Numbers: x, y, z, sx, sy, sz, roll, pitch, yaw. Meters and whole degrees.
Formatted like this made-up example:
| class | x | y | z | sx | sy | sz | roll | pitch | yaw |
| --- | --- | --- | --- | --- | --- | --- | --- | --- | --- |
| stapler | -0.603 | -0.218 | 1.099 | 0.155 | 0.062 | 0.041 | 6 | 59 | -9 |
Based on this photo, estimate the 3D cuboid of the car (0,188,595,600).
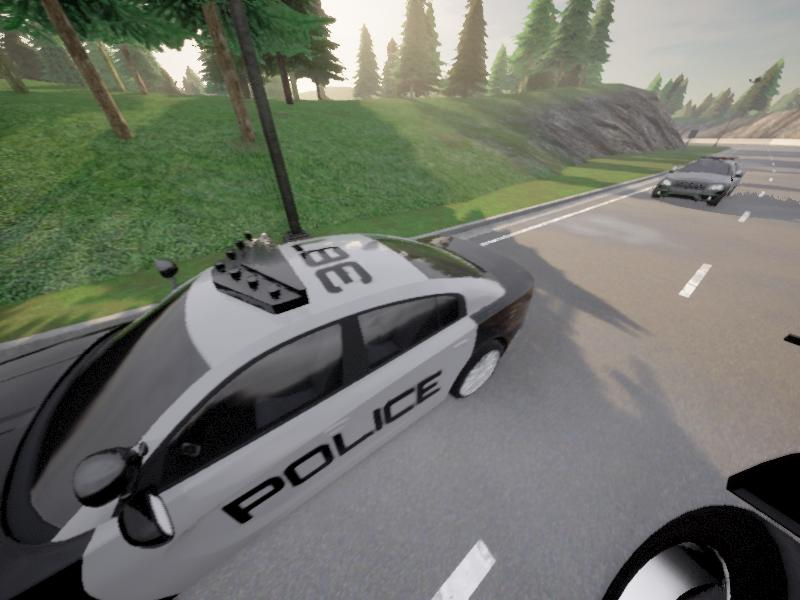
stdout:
| class | x | y | z | sx | sy | sz | roll | pitch | yaw |
| --- | --- | --- | --- | --- | --- | --- | --- | --- | --- |
| car | -1.010 | 0.409 | 1.906 | 5.238 | 1.638 | 1.930 | -22 | 41 | -28 |

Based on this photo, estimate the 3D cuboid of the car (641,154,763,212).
| class | x | y | z | sx | sy | sz | roll | pitch | yaw |
| --- | --- | --- | --- | --- | --- | --- | --- | --- | --- |
| car | 12.797 | -5.142 | 9.773 | 4.974 | 1.542 | 2.038 | -22 | 41 | -28 |
